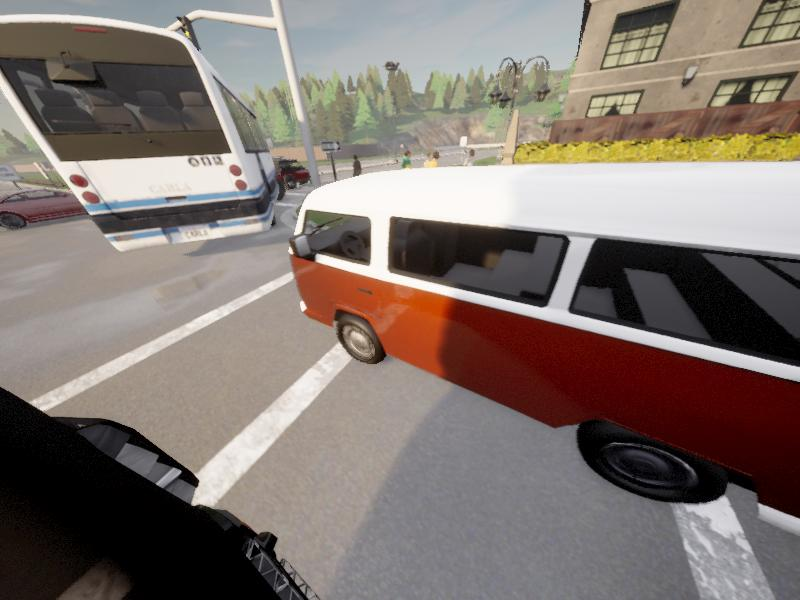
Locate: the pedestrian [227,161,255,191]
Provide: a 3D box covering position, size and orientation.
[{"bbox_3d":[-11.436,-8.941,16.676,0.751,1.860,0.751,11,36,20],"label":"pedestrian"}]

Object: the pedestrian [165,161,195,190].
[{"bbox_3d":[-16.697,-9.425,17.568,0.751,1.860,0.751,14,37,24],"label":"pedestrian"}]

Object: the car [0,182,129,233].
[{"bbox_3d":[-16.402,-4.509,10.895,1.994,1.385,4.181,16,38,26],"label":"car"}]

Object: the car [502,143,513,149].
[{"bbox_3d":[37.158,-53.300,79.899,4.193,1.474,1.816,-29,41,-33],"label":"car"}]

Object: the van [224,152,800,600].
[{"bbox_3d":[0.930,-0.179,2.326,4.480,2.038,2.069,17,38,27],"label":"van"}]

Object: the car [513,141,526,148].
[{"bbox_3d":[40.547,-52.699,78.358,4.605,1.855,1.932,-29,41,-33],"label":"car"}]

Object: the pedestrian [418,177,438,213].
[{"bbox_3d":[0.987,-3.710,8.171,0.500,1.100,0.500,15,38,25],"label":"pedestrian"}]

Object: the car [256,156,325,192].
[{"bbox_3d":[-7.822,-9.297,16.928,1.905,1.878,3.866,16,38,27],"label":"car"}]

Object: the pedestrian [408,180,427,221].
[{"bbox_3d":[0.559,-3.204,7.443,0.500,1.100,0.500,-7,34,-6],"label":"pedestrian"}]

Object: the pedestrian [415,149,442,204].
[{"bbox_3d":[1.141,-5.011,9.432,0.751,1.860,0.751,22,41,33],"label":"pedestrian"}]

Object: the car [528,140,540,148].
[{"bbox_3d":[45.337,-52.705,77.974,3.866,1.878,1.905,-29,41,-33],"label":"car"}]

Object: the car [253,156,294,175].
[{"bbox_3d":[-16.184,-17.421,29.872,1.905,1.878,3.866,16,38,27],"label":"car"}]

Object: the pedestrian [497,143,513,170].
[{"bbox_3d":[8.815,-12.056,19.415,0.751,1.860,0.751,15,38,26],"label":"pedestrian"}]

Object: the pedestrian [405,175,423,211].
[{"bbox_3d":[0.539,-4.002,8.648,0.500,1.100,0.500,-14,35,-16],"label":"pedestrian"}]

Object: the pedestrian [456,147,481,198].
[{"bbox_3d":[2.945,-5.497,10.015,0.751,1.860,0.751,10,36,18],"label":"pedestrian"}]

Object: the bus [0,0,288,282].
[{"bbox_3d":[-6.944,-5.226,8.588,3.944,4.253,10.273,-15,36,-17],"label":"bus"}]

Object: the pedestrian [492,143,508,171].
[{"bbox_3d":[8.178,-11.693,18.921,0.751,1.860,0.751,16,38,26],"label":"pedestrian"}]

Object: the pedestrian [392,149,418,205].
[{"bbox_3d":[0.245,-4.849,9.185,0.751,1.860,0.751,9,36,18],"label":"pedestrian"}]

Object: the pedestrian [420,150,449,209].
[{"bbox_3d":[1.248,-4.478,8.618,0.751,1.860,0.751,-12,35,-14],"label":"pedestrian"}]

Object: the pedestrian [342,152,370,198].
[{"bbox_3d":[-2.077,-6.005,11.142,0.751,1.860,0.751,16,38,26],"label":"pedestrian"}]

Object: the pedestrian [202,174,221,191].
[{"bbox_3d":[-14.177,-8.819,17.377,0.500,1.100,0.500,7,35,16],"label":"pedestrian"}]
